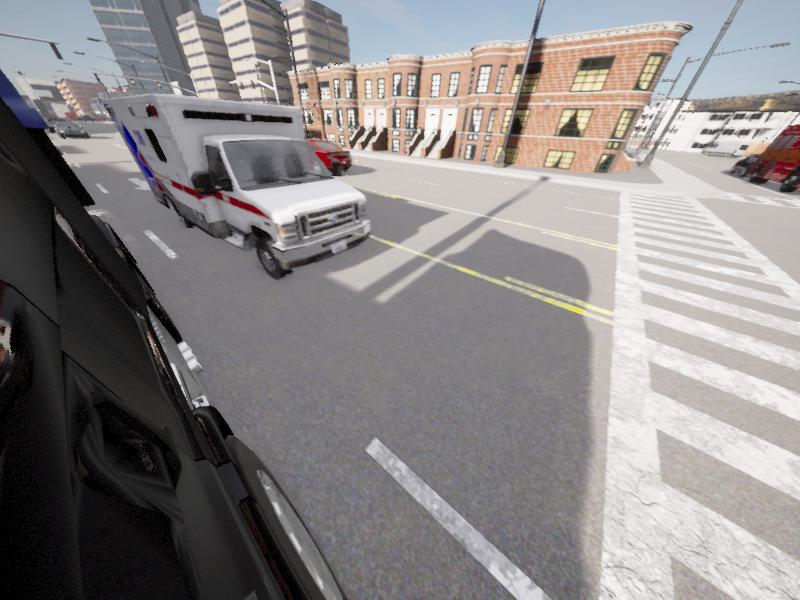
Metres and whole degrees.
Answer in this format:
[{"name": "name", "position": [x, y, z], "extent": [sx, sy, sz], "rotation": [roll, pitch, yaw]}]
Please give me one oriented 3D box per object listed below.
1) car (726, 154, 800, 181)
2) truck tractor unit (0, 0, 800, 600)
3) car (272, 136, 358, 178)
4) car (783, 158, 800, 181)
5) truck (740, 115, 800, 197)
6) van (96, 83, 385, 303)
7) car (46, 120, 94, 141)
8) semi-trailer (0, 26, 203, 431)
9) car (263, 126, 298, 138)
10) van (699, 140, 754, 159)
[{"name": "car", "position": [30.168, -11.256, 19.448], "extent": [1.837, 1.490, 4.892], "rotation": [26, 43, 28]}, {"name": "truck tractor unit", "position": [-2.645, -0.295, 0.351], "extent": [6.516, 4.208, 3.053], "rotation": [28, 44, 30]}, {"name": "car", "position": [-4.909, -8.330, 13.272], "extent": [5.008, 1.535, 1.882], "rotation": [26, 43, 29]}, {"name": "car", "position": [33.122, -10.182, 17.864], "extent": [1.932, 1.855, 4.605], "rotation": [26, 43, 28]}, {"name": "truck", "position": [25.237, -8.561, 13.553], "extent": [2.891, 3.827, 8.468], "rotation": [26, 43, 29]}, {"name": "van", "position": [-3.504, -2.704, 5.037], "extent": [6.366, 2.431, 2.351], "rotation": [26, 43, 29]}, {"name": "car", "position": [-34.369, -17.700, 24.050], "extent": [4.974, 1.542, 2.038], "rotation": [26, 43, 29]}, {"name": "semi-trailer", "position": [-8.816, -3.514, 4.120], "extent": [14.254, 4.402, 2.717], "rotation": [27, 43, 29]}, {"name": "car", "position": [-21.731, -30.664, 42.206], "extent": [1.930, 1.638, 5.238], "rotation": [26, 43, 28]}, {"name": "van", "position": [64.066, -29.773, 45.595], "extent": [1.988, 2.561, 5.915], "rotation": [2, 37, -1]}]
